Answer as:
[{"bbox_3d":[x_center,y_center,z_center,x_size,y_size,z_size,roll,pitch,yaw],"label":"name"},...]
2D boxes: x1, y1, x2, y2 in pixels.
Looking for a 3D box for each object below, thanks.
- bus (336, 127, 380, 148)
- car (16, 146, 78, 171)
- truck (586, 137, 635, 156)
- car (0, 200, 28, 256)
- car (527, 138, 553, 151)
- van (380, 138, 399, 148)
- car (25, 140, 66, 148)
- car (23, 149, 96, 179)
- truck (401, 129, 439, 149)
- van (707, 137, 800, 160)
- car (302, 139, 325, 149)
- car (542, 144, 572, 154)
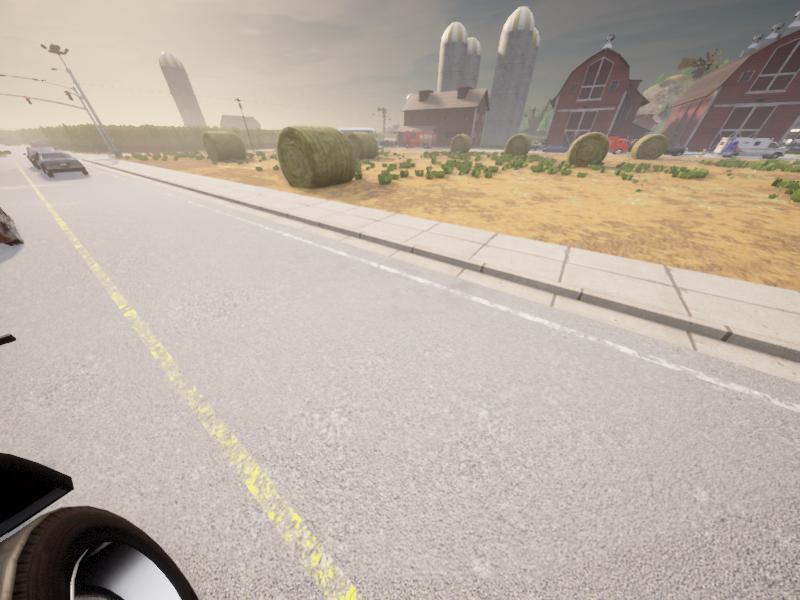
[{"bbox_3d":[-10.620,-41.971,59.776,10.273,4.253,3.944,2,35,3],"label":"bus"},{"bbox_3d":[-29.870,-12.059,19.557,4.792,1.488,2.163,22,41,28],"label":"car"},{"bbox_3d":[34.537,-25.484,38.198,5.204,2.467,2.627,19,39,25],"label":"truck"},{"bbox_3d":[-11.227,-1.977,5.461,4.181,1.385,1.994,22,41,28],"label":"car"},{"bbox_3d":[29.262,-32.391,48.201,3.866,1.878,1.905,-8,42,-8],"label":"car"},{"bbox_3d":[-2.806,-40.801,60.076,4.480,2.038,2.069,20,40,25],"label":"van"},{"bbox_3d":[-81.640,-36.050,53.345,2.163,1.488,4.792,2,35,3],"label":"car"},{"bbox_3d":[-23.832,-9.570,16.138,5.357,1.411,2.033,22,41,28],"label":"car"},{"bbox_3d":[4.679,-38.899,55.876,8.468,3.827,2.891,19,39,25],"label":"truck"},{"bbox_3d":[47.917,-20.763,31.619,6.366,2.431,2.351,19,39,25],"label":"van"},{"bbox_3d":[-20.971,-37.938,56.152,2.097,1.767,4.553,20,40,26],"label":"car"},{"bbox_3d":[28.225,-27.259,41.604,4.181,1.385,1.994,19,40,25],"label":"car"}]
